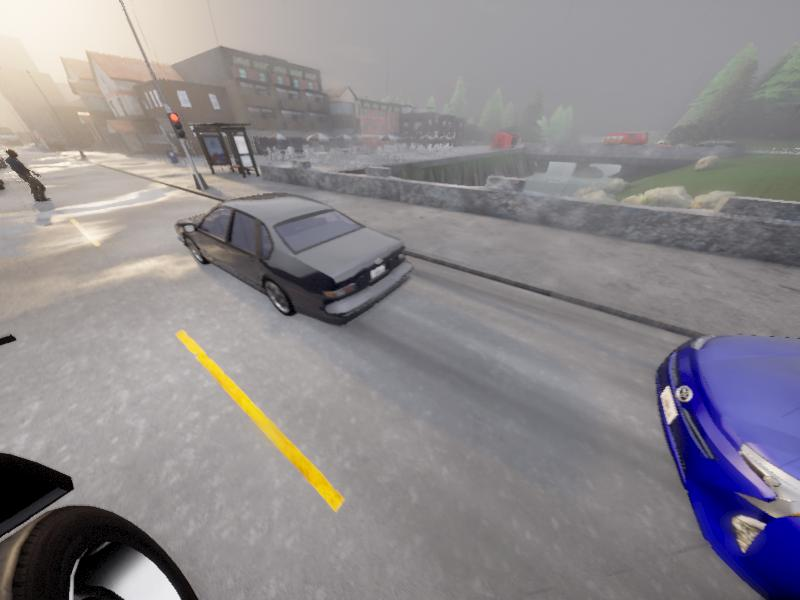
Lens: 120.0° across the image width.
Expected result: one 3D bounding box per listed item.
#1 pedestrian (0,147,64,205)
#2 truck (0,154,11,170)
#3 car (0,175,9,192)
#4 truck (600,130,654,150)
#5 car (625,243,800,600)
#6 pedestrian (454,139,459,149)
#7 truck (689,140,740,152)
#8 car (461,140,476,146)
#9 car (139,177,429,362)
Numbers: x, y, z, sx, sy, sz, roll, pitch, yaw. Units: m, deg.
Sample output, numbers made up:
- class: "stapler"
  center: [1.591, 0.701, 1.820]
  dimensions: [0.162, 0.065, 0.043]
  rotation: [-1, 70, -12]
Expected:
- class: "pedestrian"
  center: [-14.508, -4.831, 9.003]
  dimensions: [0.751, 1.860, 0.751]
  rotation: [29, 44, 34]
- class: "truck"
  center: [-34.223, -11.789, 18.233]
  dimensions: [5.204, 2.467, 2.627]
  rotation: [23, 41, 27]
- class: "car"
  center: [-21.861, -6.275, 11.532]
  dimensions: [4.718, 1.301, 1.895]
  rotation: [22, 41, 28]
- class: "truck"
  center: [55.571, -39.378, 56.910]
  dimensions: [8.468, 3.827, 2.891]
  rotation: [22, 41, 28]
- class: "car"
  center: [4.063, 1.360, 0.688]
  dimensions: [4.514, 1.525, 2.007]
  rotation: [22, 41, 28]
- class: "pedestrian"
  center: [13.491, -37.148, 54.957]
  dimensions: [0.751, 1.860, 0.751]
  rotation: [22, 41, 28]
- class: "truck"
  center: [71.222, -35.125, 52.492]
  dimensions: [6.274, 2.098, 2.390]
  rotation: [22, 41, 28]
- class: "car"
  center: [23.610, -54.216, 79.772]
  dimensions: [4.193, 1.474, 1.816]
  rotation: [22, 41, 28]
- class: "car"
  center: [-2.352, -1.186, 4.370]
  dimensions: [5.357, 1.411, 2.033]
  rotation: [22, 41, 28]
